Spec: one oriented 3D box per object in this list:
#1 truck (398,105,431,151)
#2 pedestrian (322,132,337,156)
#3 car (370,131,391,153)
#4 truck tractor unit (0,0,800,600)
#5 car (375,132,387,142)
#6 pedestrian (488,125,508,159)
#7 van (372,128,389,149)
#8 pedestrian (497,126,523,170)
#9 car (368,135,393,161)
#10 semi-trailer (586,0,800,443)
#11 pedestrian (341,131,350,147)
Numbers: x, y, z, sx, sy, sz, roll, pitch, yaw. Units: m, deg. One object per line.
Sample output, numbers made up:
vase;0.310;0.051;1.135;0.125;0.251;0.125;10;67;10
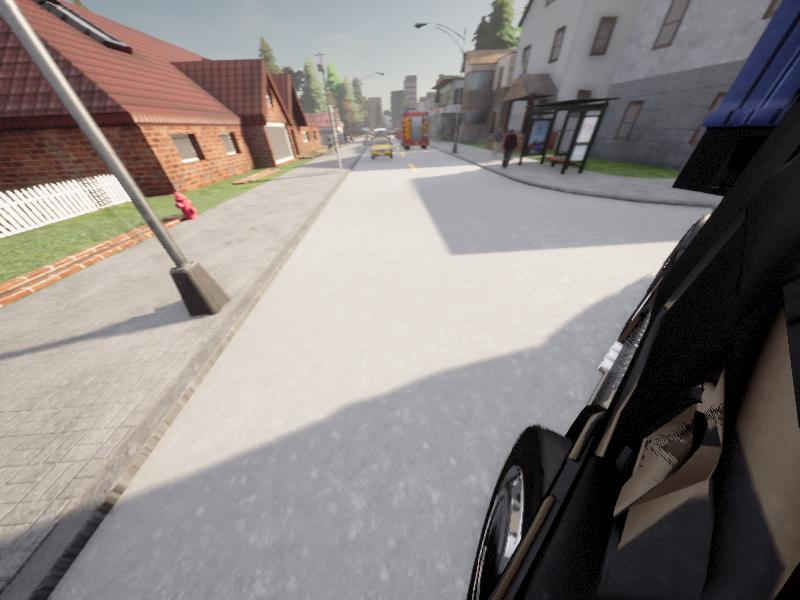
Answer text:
truck;1.543;-21.037;28.358;2.891;3.827;8.468;-4;37;-1
pedestrian;-6.699;-14.836;22.026;0.751;1.860;0.751;6;38;11
car;-2.167;-17.959;26.178;2.097;1.767;4.553;-4;37;-1
truck tractor unit;2.645;-0.295;0.351;6.516;4.208;3.053;-28;44;-30
car;-3.598;-31.263;44.232;2.163;1.488;4.792;-4;37;-2
pedestrian;6.779;-10.982;16.065;0.751;1.860;0.751;1;37;5
van;-2.588;-21.859;31.189;2.069;2.038;4.480;-4;37;-2
pedestrian;5.644;-7.852;11.969;0.751;1.860;0.751;6;38;11
car;-1.652;-13.707;20.665;1.801;1.575;5.366;-3;37;-1
semi-trailer;9.891;-2.267;2.373;14.254;4.402;2.717;-11;37;-11
pedestrian;-7.925;-23.523;33.662;0.751;1.860;0.751;-4;37;-2
